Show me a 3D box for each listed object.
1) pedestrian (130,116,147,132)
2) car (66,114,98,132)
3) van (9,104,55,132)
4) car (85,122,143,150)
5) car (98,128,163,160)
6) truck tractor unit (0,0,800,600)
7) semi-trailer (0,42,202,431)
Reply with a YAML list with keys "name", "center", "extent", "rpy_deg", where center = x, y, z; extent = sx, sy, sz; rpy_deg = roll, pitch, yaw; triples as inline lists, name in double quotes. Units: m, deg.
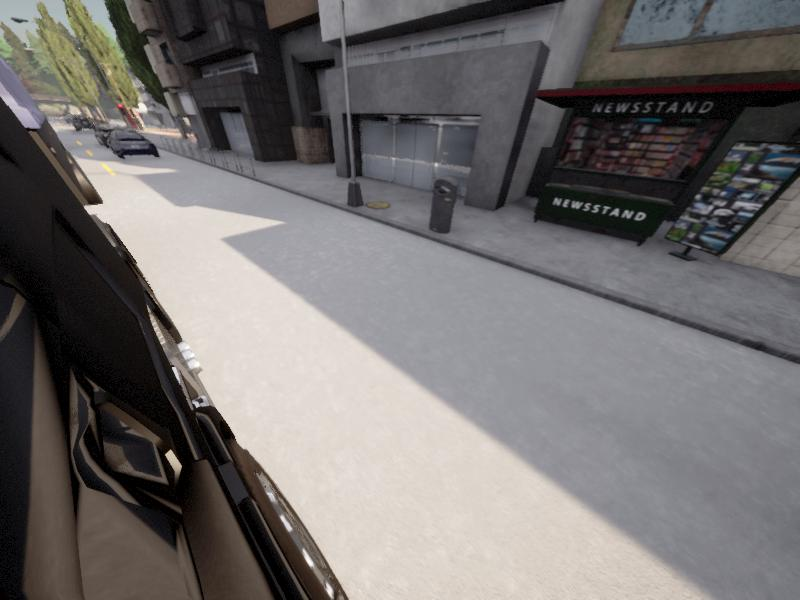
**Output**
- name: "pedestrian"
  center: [-37.647, -25.333, 33.293]
  extent: [0.751, 1.860, 0.751]
  rpy_deg: [18, 39, 19]
- name: "car"
  center: [-44.200, -24.644, 32.151]
  extent: [4.605, 1.855, 1.932]
  rpy_deg: [31, 45, 32]
- name: "van"
  center: [-47.534, -23.581, 29.958]
  extent: [5.915, 2.561, 1.988]
  rpy_deg: [28, 44, 30]
- name: "car"
  center: [-22.924, -13.168, 18.489]
  extent: [4.514, 1.525, 2.007]
  rpy_deg: [28, 43, 30]
- name: "car"
  center: [-17.346, -10.086, 14.864]
  extent: [4.181, 1.385, 1.994]
  rpy_deg: [30, 45, 32]
- name: "truck tractor unit"
  center: [-2.645, -0.295, 0.351]
  extent: [6.516, 4.208, 3.053]
  rpy_deg: [28, 44, 30]
- name: "semi-trailer"
  center: [-8.697, -3.608, 4.225]
  extent: [14.254, 4.402, 2.717]
  rpy_deg: [28, 44, 30]
